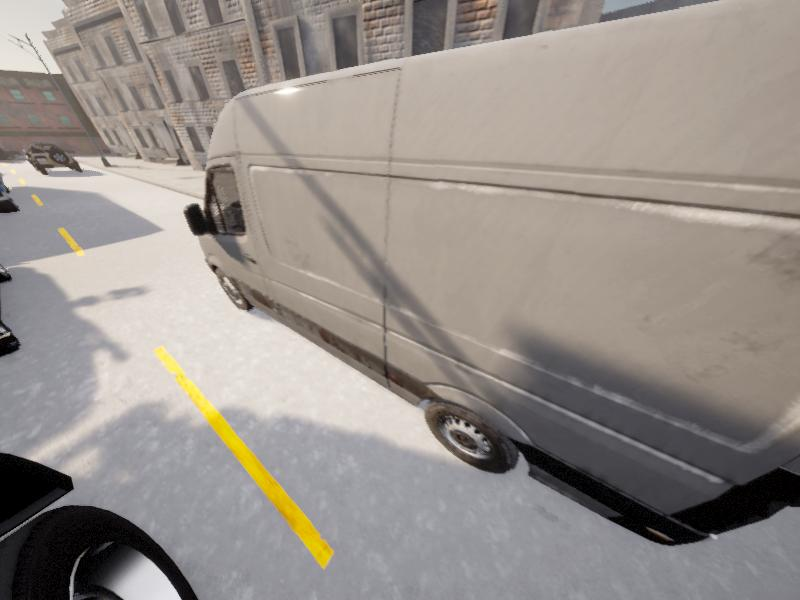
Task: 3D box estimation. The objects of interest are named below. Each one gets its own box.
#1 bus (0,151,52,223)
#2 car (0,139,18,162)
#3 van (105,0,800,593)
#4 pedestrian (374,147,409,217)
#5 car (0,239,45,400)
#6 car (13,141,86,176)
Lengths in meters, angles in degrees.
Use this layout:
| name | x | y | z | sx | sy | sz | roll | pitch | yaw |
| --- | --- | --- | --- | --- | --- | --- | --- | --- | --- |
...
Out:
| name | x | y | z | sx | sy | sz | roll | pitch | yaw |
| --- | --- | --- | --- | --- | --- | --- | --- | --- | --- |
| bus | -17.287 | -5.419 | 7.758 | 10.273 | 4.253 | 3.944 | 22 | 41 | 28 |
| car | -42.003 | -14.714 | 22.780 | 3.866 | 1.878 | 1.905 | -4 | 35 | -6 |
| van | -0.369 | -0.702 | 2.697 | 5.915 | 2.561 | 1.988 | 22 | 40 | 27 |
| pedestrian | -0.256 | -3.768 | 7.414 | 0.751 | 1.860 | 0.751 | 28 | 44 | 34 |
| car | -6.775 | -0.092 | 2.771 | 5.357 | 1.411 | 2.033 | 22 | 41 | 28 |
| car | -25.317 | -10.312 | 16.688 | 4.605 | 1.855 | 1.932 | 22 | 40 | 27 |
